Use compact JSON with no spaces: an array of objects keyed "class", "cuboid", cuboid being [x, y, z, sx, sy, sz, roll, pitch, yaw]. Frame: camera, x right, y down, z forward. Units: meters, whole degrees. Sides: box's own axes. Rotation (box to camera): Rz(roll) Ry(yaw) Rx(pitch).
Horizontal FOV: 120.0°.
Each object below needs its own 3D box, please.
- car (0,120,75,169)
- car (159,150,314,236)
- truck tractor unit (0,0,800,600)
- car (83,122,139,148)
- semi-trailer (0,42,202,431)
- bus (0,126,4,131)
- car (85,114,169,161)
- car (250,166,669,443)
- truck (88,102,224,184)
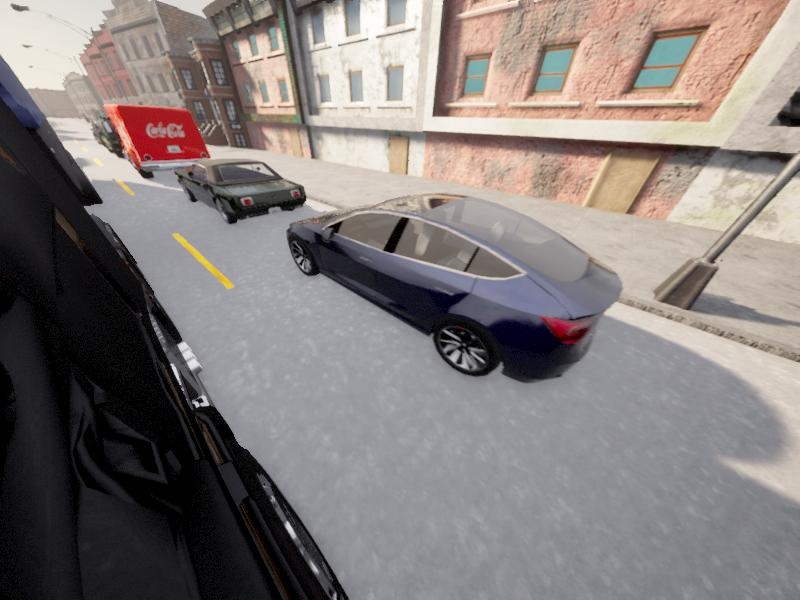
[{"class":"car","cuboid":[-18.875,-7.933,11.622,4.611,1.667,2.242,28,44,30]},{"class":"car","cuboid":[-4.885,-3.416,6.816,4.718,1.301,1.895,28,43,29]},{"class":"truck tractor unit","cuboid":[-2.645,-0.295,0.351,6.516,4.208,3.053,28,44,30]},{"class":"car","cuboid":[-23.779,-13.613,19.007,4.514,1.525,2.007,28,44,30]},{"class":"semi-trailer","cuboid":[-8.697,-3.612,4.220,14.254,4.402,2.717,28,44,30]},{"class":"bus","cuboid":[-48.871,-18.733,21.922,3.944,4.253,10.273,20,40,22]},{"class":"car","cuboid":[-17.480,-10.476,14.794,5.566,2.045,2.150,28,44,30]},{"class":"car","cuboid":[0.189,-0.784,3.477,4.792,1.488,2.163,28,44,30]},{"class":"truck","cuboid":[-10.958,-7.155,10.431,5.204,2.467,2.627,28,44,30]}]
